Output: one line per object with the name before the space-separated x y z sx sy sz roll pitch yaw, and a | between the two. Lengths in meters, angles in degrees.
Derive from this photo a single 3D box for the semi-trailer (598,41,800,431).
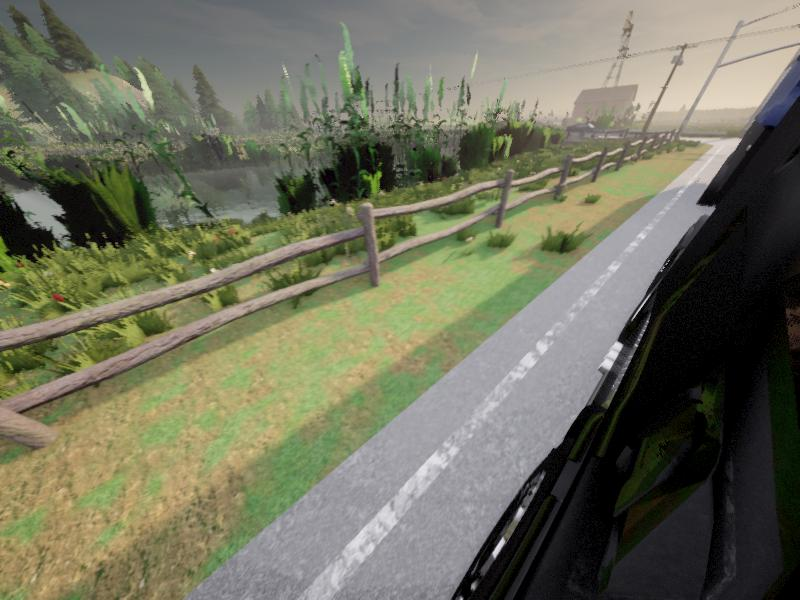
semi-trailer | 8.713 -3.573 4.245 14.254 4.402 2.717 -28 44 -30

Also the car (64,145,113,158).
car | -47.945 -22.974 35.711 4.181 1.385 1.994 -29 45 -31

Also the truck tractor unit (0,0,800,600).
truck tractor unit | 2.645 -0.295 0.351 6.516 4.208 3.053 -28 44 -30

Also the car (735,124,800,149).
car | 28.828 -12.836 18.098 4.181 1.385 1.994 -23 41 -26

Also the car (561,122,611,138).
car | 24.610 -22.690 30.799 1.812 1.442 4.674 -26 45 -28
